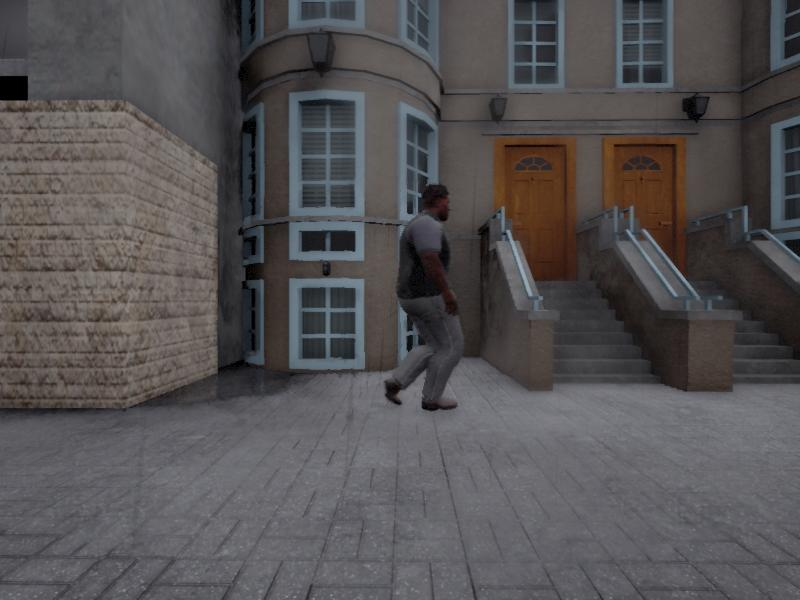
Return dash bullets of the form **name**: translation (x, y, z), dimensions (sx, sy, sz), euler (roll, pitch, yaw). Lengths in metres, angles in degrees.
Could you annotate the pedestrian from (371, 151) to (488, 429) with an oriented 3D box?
- **pedestrian**: translation (0.183, -0.067, 3.116), dimensions (0.751, 1.860, 0.751), euler (0, 0, -10)
